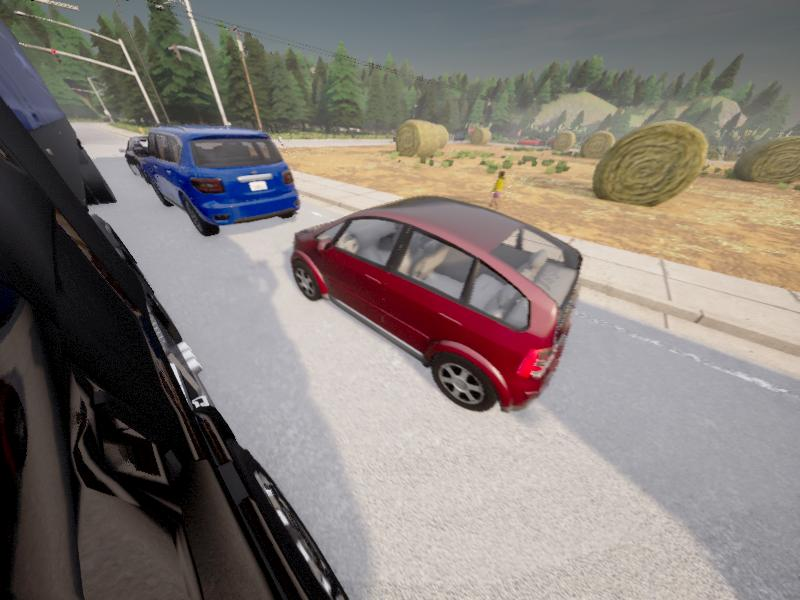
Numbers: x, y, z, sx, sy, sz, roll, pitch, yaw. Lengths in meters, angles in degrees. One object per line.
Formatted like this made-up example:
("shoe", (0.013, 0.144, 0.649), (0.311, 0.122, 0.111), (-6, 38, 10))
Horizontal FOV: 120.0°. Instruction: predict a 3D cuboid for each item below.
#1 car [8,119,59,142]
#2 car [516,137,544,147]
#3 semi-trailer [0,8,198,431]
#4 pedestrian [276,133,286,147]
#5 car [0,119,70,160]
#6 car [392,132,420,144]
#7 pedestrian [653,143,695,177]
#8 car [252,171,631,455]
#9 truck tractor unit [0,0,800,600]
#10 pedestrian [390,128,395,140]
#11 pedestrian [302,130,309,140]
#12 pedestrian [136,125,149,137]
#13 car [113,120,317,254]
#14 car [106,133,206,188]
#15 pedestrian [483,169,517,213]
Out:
("car", (-32.664, -15.175, 20.636), (4.193, 1.474, 1.816), (27, 43, 29))
("car", (27.383, -33.395, 48.780), (4.514, 1.525, 2.007), (31, 45, 33))
("semi-trailer", (-8.539, -3.716, 4.367), (14.254, 4.402, 2.717), (30, 44, 31))
("pedestrian", (-12.037, -16.179, 23.356), (0.500, 1.100, 0.500), (27, 43, 29))
("car", (-22.006, -9.546, 13.627), (4.611, 1.667, 2.242), (28, 43, 30))
("car", (1.098, -28.475, 40.577), (2.038, 1.542, 4.974), (29, 44, 31))
("pedestrian", (18.558, -9.503, 15.697), (0.751, 1.860, 0.751), (-5, 37, -10))
("car", (0.129, -0.455, 2.975), (3.705, 1.549, 1.789), (28, 44, 30))
("truck tractor unit", (-2.645, -0.295, 0.351), (6.516, 4.208, 3.053), (28, 44, 30))
("pedestrian", (-1.491, -33.656, 46.768), (0.751, 1.860, 0.751), (-29, 47, -35))
("pedestrian", (-14.281, -24.956, 34.951), (0.500, 1.100, 0.500), (27, 43, 29))
("pedestrian", (-29.081, -19.045, 26.055), (0.500, 1.100, 0.500), (28, 44, 30))
("car", (-4.947, -3.354, 6.116), (5.566, 2.045, 2.150), (28, 44, 30))
("car", (-10.144, -5.919, 9.640), (3.633, 1.501, 1.845), (28, 43, 30))
("pedestrian", (3.072, -3.359, 7.131), (0.500, 1.100, 0.500), (-23, 44, -31))
